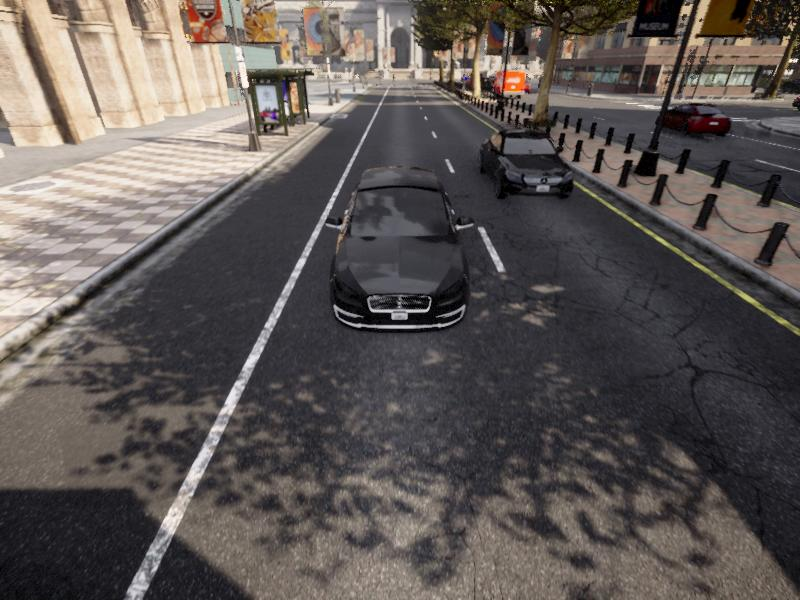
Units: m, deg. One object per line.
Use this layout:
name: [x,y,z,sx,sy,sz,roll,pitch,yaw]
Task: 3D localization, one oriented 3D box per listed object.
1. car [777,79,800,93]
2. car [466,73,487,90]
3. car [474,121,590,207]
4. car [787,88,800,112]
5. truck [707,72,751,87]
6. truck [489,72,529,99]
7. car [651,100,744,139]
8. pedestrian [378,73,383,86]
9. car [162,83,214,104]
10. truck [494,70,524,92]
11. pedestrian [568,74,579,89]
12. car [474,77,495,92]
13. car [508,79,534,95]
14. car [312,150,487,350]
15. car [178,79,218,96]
car: [52.927,-28.154,52.595,2.128,1.511,4.902,0,30,0]
car: [11.434,-32.984,60.284,2.150,2.045,5.566,1,30,1]
car: [3.466,-4.093,11.550,1.812,1.442,4.674,0,30,0]
car: [32.926,-15.069,30.221,4.974,1.542,2.038,-1,30,-2]
truck: [56.398,-37.972,68.778,2.390,2.098,6.274,0,30,0]
truck: [11.471,-22.924,42.667,2.627,2.467,5.204,0,30,0]
car: [15.286,-9.514,20.888,1.994,1.385,4.181,3,31,5]
pedestrian: [-3.349,-38.095,69.135,0.751,1.860,0.751,2,30,4]
car: [-19.345,-19.006,36.771,2.161,1.482,4.786,0,30,0]
truck: [14.956,-30.367,55.400,2.627,2.467,5.204,0,30,0]
pedestrian: [24.673,-31.072,56.863,0.751,1.860,0.751,-2,30,-3]
car: [11.464,-29.374,54.555,1.851,1.617,3.988,0,30,0]
car: [14.988,-26.578,49.785,1.851,1.617,3.988,0,30,0]
car: [-0.007,-1.269,6.674,1.837,1.490,4.892,0,31,0]
car: [-23.484,-24.896,46.746,2.128,1.511,4.902,0,30,0]
